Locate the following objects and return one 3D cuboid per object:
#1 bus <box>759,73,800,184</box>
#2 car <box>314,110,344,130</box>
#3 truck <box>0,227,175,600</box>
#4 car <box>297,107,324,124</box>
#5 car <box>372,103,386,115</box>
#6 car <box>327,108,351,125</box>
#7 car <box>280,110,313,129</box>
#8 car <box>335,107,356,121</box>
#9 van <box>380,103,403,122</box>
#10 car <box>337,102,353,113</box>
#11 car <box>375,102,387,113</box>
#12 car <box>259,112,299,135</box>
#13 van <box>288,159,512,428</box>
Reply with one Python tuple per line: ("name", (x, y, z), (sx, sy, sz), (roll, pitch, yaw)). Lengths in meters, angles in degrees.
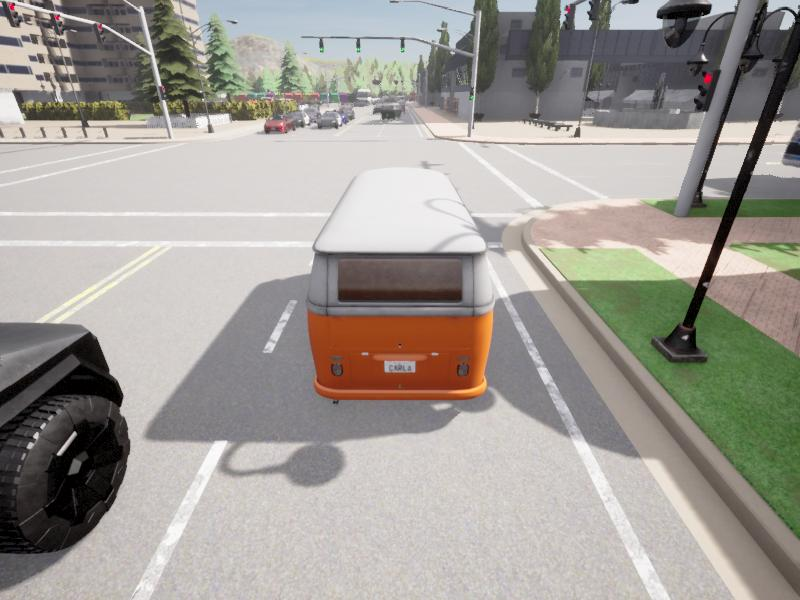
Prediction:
("bus", (20.241, -6.281, 14.160), (10.273, 4.253, 3.944), (-1, 27, -1))
("car", (-6.979, -17.998, 39.908), (2.038, 1.542, 4.974), (0, 27, 0))
("truck", (-3.498, 1.795, 0.818), (2.390, 2.098, 6.274), (0, 27, 0))
("car", (-10.474, -21.711, 47.020), (2.033, 1.649, 4.856), (0, 27, 0))
("car", (-3.465, -31.653, 66.328), (1.930, 1.638, 5.238), (0, 27, 0))
("car", (-6.975, -21.191, 46.118), (2.007, 1.525, 4.514), (0, 27, 0))
("car", (-10.478, -18.485, 40.856), (2.038, 1.542, 4.974), (0, 27, 0))
("car", (-6.972, -24.099, 51.787), (2.128, 1.511, 4.902), (0, 27, 0))
("van", (-1.035, -23.808, 50.703), (1.775, 1.987, 4.442), (6, 28, 12))
("car", (-10.459, -36.806, 76.458), (2.242, 1.667, 4.611), (0, 27, 0))
("car", (-3.461, -35.420, 73.643), (2.033, 1.649, 4.856), (0, 27, 0))
("car", (-10.544, -15.631, 35.312), (2.007, 1.525, 4.514), (1, 27, 2))
("van", (0.011, -0.598, 5.591), (1.775, 1.987, 4.442), (0, 27, 0))
